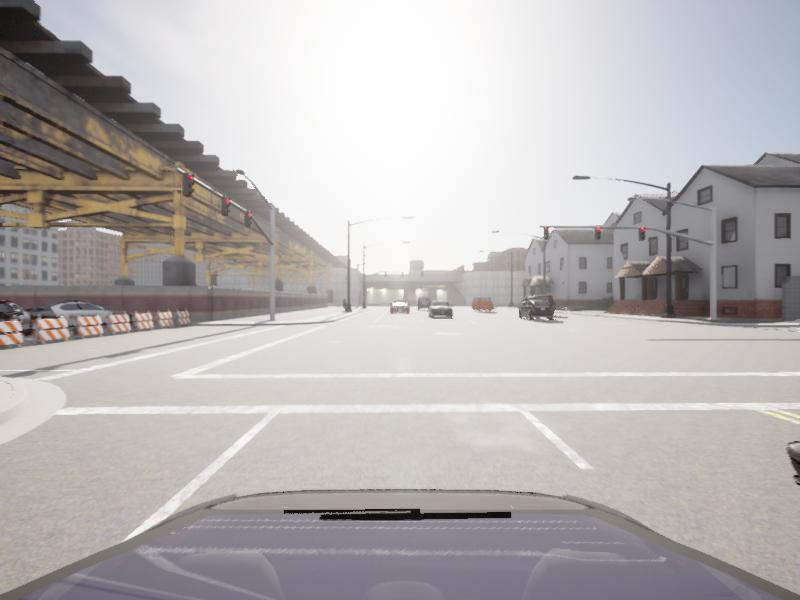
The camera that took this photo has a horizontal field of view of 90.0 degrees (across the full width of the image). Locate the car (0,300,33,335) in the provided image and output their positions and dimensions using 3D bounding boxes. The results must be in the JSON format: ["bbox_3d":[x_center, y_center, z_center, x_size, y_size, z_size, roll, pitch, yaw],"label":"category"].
[{"bbox_3d":[-15.976,0.620,15.682,1.853,1.218,4.536,0,0,-36],"label":"car"}]

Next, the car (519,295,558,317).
[{"bbox_3d":[13.869,0.523,40.494,2.150,2.045,5.566,0,0,1],"label":"car"}]

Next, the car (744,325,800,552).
[{"bbox_3d":[3.542,0.894,0.261,2.033,1.411,5.357,0,0,0],"label":"car"}]

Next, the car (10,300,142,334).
[{"bbox_3d":[-16.735,0.772,21.007,2.038,1.542,4.974,0,0,29],"label":"car"}]

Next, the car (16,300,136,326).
[{"bbox_3d":[-16.759,0.614,20.961,1.853,1.218,4.536,0,0,29],"label":"car"}]

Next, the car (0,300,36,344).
[{"bbox_3d":[-15.945,0.778,15.640,2.038,1.542,4.974,0,0,-36],"label":"car"}]

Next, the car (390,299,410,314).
[{"bbox_3d":[0.001,0.705,45.957,2.242,1.667,4.611,0,0,0],"label":"car"}]

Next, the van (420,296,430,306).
[{"bbox_3d":[6.317,0.184,102.613,1.988,2.561,5.915,0,0,-1],"label":"van"}]

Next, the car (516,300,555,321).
[{"bbox_3d":[10.500,0.781,31.170,1.789,1.549,3.705,0,0,0],"label":"car"}]

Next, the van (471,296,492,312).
[{"bbox_3d":[10.599,0.540,52.174,1.775,1.987,4.442,0,0,-1],"label":"van"}]

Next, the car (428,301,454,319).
[{"bbox_3d":[3.508,0.804,35.000,1.837,1.490,4.892,0,0,0],"label":"car"}]

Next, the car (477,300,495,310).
[{"bbox_3d":[14.165,0.794,66.223,1.812,1.442,4.674,0,0,-2],"label":"car"}]
